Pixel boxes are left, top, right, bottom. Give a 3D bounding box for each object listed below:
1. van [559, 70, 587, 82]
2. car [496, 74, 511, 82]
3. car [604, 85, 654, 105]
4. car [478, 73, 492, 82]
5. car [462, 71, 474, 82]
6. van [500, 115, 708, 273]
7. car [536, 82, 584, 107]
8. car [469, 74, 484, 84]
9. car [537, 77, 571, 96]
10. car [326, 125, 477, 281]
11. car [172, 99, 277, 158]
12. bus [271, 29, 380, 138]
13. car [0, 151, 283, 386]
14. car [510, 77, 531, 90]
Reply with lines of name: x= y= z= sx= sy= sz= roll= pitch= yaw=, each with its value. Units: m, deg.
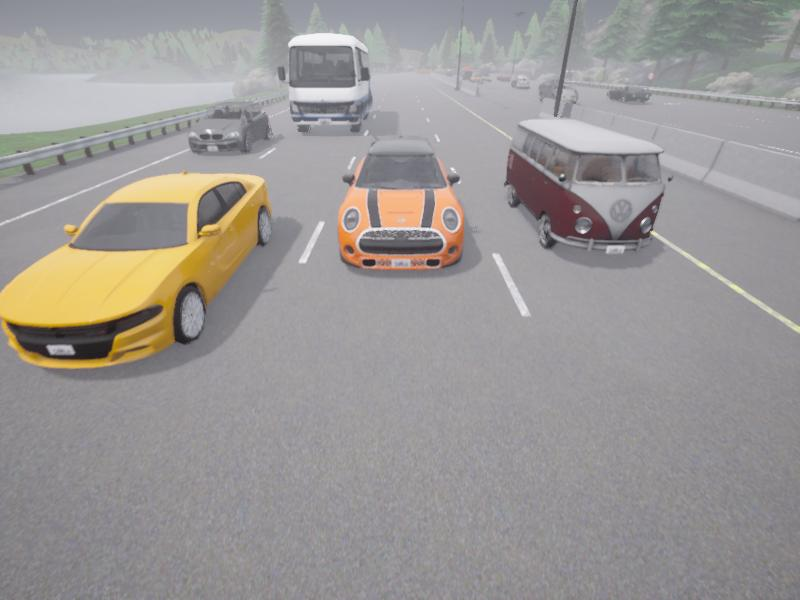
van: x=34.987 y=-45.314 z=81.019 sx=4.480 sy=2.038 sz=2.069 roll=-1 pitch=30 yaw=-1
car: x=21.041 y=-45.034 z=81.264 sx=1.895 sy=1.301 sz=4.718 roll=0 pitch=30 yaw=0
car: x=21.042 y=-18.990 z=36.982 sx=1.895 sy=1.301 sz=4.718 roll=0 pitch=30 yaw=0
car: x=17.540 y=-46.067 z=82.800 sx=1.851 sy=1.617 sz=3.988 roll=0 pitch=30 yaw=0
car: x=14.038 y=-46.336 z=82.920 sx=1.905 sy=1.878 sz=3.866 roll=0 pitch=30 yaw=0
van: x=3.519 y=-2.440 z=8.149 sx=1.775 sy=1.987 sz=4.442 roll=0 pitch=30 yaw=0
car: x=14.040 y=-18.319 z=35.517 sx=2.152 sy=1.651 sz=5.027 roll=0 pitch=30 yaw=0
car: x=14.059 y=-40.673 z=73.613 sx=1.801 sy=1.575 sz=5.366 roll=0 pitch=30 yaw=0
car: x=17.549 y=-24.521 z=45.896 sx=2.097 sy=1.767 sz=4.553 roll=0 pitch=30 yaw=0
car: x=0.019 y=-2.227 z=7.973 sx=2.097 sy=1.767 sz=4.553 roll=0 pitch=30 yaw=0
car: x=-6.975 y=-7.242 z=16.617 sx=2.242 sy=1.667 sz=4.611 roll=0 pitch=31 yaw=0
bus: x=-3.378 y=-12.000 z=22.182 sx=3.944 sy=4.253 sz=10.273 roll=0 pitch=30 yaw=0
car: x=-3.483 y=-0.994 z=6.128 sx=1.882 sy=1.535 sz=5.008 roll=0 pitch=31 yaw=0
car: x=17.559 y=-31.687 z=58.459 sx=1.970 sy=1.475 sz=3.806 roll=0 pitch=30 yaw=0
